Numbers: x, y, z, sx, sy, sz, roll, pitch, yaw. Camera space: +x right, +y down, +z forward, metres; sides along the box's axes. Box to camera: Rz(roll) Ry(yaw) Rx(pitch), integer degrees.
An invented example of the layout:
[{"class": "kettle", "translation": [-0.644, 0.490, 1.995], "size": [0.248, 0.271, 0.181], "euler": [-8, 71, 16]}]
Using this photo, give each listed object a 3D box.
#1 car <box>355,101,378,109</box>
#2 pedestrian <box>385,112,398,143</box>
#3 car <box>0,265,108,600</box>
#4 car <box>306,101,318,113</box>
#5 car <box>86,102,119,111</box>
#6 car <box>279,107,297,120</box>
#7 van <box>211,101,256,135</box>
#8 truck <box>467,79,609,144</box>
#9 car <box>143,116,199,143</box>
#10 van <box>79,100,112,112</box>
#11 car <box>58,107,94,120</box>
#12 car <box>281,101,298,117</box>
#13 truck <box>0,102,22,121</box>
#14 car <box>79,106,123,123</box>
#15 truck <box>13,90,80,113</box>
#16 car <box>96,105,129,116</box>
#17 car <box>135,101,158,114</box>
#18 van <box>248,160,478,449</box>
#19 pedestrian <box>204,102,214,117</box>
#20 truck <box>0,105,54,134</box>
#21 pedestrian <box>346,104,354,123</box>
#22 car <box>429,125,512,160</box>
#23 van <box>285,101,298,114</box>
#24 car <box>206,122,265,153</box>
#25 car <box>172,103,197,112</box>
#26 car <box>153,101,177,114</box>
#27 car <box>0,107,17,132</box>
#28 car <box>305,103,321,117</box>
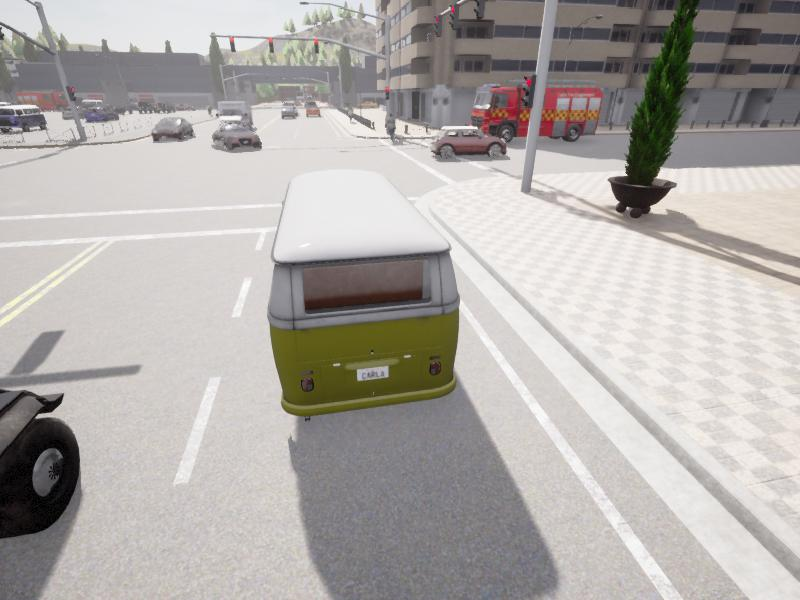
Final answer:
[{"class": "car", "translation": [-8.020, -47.085, 96.492], "size": [5.366, 1.575, 1.801], "euler": [-5, 28, -10]}, {"class": "pedestrian", "translation": [-0.556, -11.772, 27.324], "size": [0.751, 1.860, 0.751], "euler": [-5, 28, -9]}, {"class": "car", "translation": [-3.362, 1.528, 1.572], "size": [1.905, 1.878, 3.866], "euler": [-5, 28, -10]}, {"class": "car", "translation": [-16.082, -35.356, 73.337], "size": [1.905, 1.878, 3.866], "euler": [-5, 28, -10]}, {"class": "car", "translation": [-62.350, -40.637, 83.983], "size": [4.974, 1.542, 2.038], "euler": [-5, 28, -9]}, {"class": "car", "translation": [-15.731, -26.333, 56.313], "size": [2.033, 1.411, 5.357], "euler": [-6, 28, -11]}, {"class": "van", "translation": [-14.758, -16.424, 35.911], "size": [2.351, 2.431, 6.366], "euler": [-5, 28, -10]}, {"class": "truck", "translation": [9.340, -13.074, 27.712], "size": [8.468, 3.827, 2.891], "euler": [-5, 28, -10]}, {"class": "car", "translation": [-16.900, -12.771, 29.838], "size": [2.163, 1.488, 4.792], "euler": [-5, 28, -10]}, {"class": "van", "translation": [-61.560, -39.273, 80.844], "size": [4.480, 2.038, 2.069], "euler": [-5, 28, -9]}, {"class": "car", "translation": [-42.053, -24.281, 52.022], "size": [1.970, 1.475, 3.806], "euler": [-5, 28, -10]}, {"class": "car", "translation": [-17.255, -30.017, 62.774], "size": [2.150, 2.045, 5.566], "euler": [-5, 28, -10]}, {"class": "truck", "translation": [-50.561, -23.789, 50.341], "size": [2.069, 2.038, 4.478], "euler": [-5, 28, -10]}, {"class": "car", "translation": [-35.283, -21.963, 47.345], "size": [2.242, 1.667, 4.611], "euler": [-5, 28, -10]}, {"class": "truck", "translation": [-67.357, -37.987, 76.386], "size": [8.468, 3.827, 2.891], "euler": [-5, 28, -9]}, {"class": "car", "translation": [-44.207, -29.231, 61.636], "size": [2.033, 1.415, 5.357], "euler": [-5, 28, -10]}, {"class": "car", "translation": [-42.795, -32.570, 67.618], "size": [1.905, 1.878, 3.866], "euler": [-5, 28, -10]}, {"class": "van", "translation": [-0.682, -0.531, 5.468], "size": [1.775, 1.987, 4.442], "euler": [-5, 28, -10]}, {"class": "pedestrian", "translation": [-26.819, -26.750, 56.245], "size": [0.751, 1.860, 0.751], "euler": [-6, 28, -11]}, {"class": "truck", "translation": [-32.341, -15.452, 34.102], "size": [2.069, 2.038, 4.478], "euler": [-5, 28, -10]}, {"class": "pedestrian", "translation": [-5.599, -20.899, 44.835], "size": [0.751, 1.860, 0.751], "euler": [-5, 28, -10]}, {"class": "car", "translation": [3.586, -8.302, 21.012], "size": [3.806, 1.475, 1.970], "euler": [-4, 27, -7]}, {"class": "van", "translation": [-18.878, -33.650, 69.895], "size": [1.775, 1.987, 4.442], "euler": [-5, 28, -10]}, {"class": "car", "translation": [-10.236, -10.133, 24.768], "size": [1.994, 1.385, 4.181], "euler": [-19, 33, -32]}, {"class": "car", "translation": [-43.402, -38.813, 80.625], "size": [3.806, 1.475, 1.970], "euler": [-5, 28, -10]}, {"class": "car", "translation": [-39.945, -32.807, 68.068], "size": [1.932, 1.855, 4.605], "euler": [-5, 28, -10]}, {"class": "car", "translation": [-35.167, -15.077, 33.584], "size": [1.932, 1.855, 4.605], "euler": [-5, 28, -10]}, {"class": "car", "translation": [-13.293, -29.001, 61.065], "size": [2.097, 1.767, 4.553], "euler": [-5, 28, -10]}]
